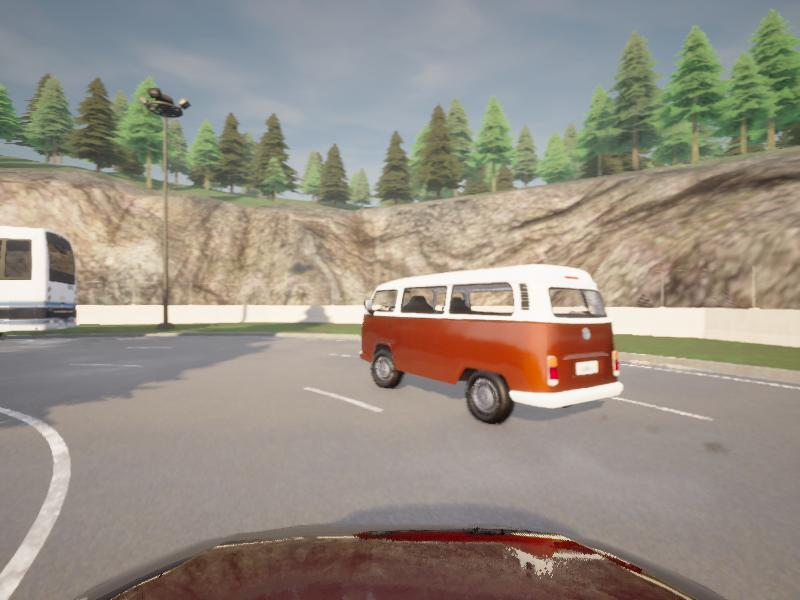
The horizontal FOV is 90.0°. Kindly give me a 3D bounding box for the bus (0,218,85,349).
[{"bbox_3d":[-17.331,-0.475,13.136,10.273,4.253,3.944,0,-1,-24],"label":"bus"}]

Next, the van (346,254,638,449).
[{"bbox_3d":[1.059,0.569,6.629,2.069,2.038,4.480,2,-1,-34],"label":"van"}]
